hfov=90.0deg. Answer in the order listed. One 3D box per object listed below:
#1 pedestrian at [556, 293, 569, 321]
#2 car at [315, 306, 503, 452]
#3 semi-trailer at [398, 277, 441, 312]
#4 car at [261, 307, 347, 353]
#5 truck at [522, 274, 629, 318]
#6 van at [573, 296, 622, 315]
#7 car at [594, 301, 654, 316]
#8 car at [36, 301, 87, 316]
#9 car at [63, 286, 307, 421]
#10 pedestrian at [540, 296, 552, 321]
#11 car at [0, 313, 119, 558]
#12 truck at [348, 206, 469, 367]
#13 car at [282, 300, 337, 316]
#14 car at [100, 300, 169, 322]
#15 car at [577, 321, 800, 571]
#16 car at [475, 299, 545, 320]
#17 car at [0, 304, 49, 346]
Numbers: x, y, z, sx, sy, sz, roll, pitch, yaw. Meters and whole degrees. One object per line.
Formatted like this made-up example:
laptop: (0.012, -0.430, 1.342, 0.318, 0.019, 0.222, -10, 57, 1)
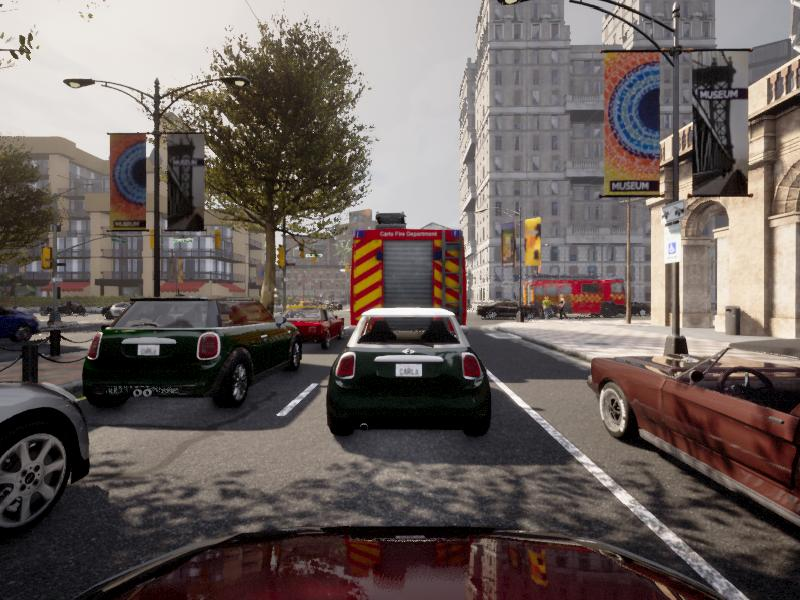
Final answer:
pedestrian: (11.157, 0.485, 27.481, 0.751, 1.860, 0.751, 0, 0, 25)
car: (0.119, 0.853, 6.110, 1.970, 1.475, 3.806, 0, 0, 1)
semi-trailer: (2.402, -0.618, 57.545, 2.717, 4.402, 14.254, 0, 0, -12)
car: (-3.218, 0.944, 14.445, 1.895, 1.301, 4.718, 0, 0, 1)
truck: (15.749, -0.321, 36.316, 8.468, 3.827, 2.891, 0, 0, 1)
van: (21.300, 0.599, 43.240, 4.442, 1.987, 1.775, 0, 0, 1)
car: (22.181, 0.844, 39.726, 4.892, 1.490, 1.837, 0, 0, 1)
car: (-34.232, 0.828, 40.525, 3.633, 1.501, 1.845, 0, 0, 1)
car: (-3.355, 0.694, 7.527, 2.097, 1.767, 4.553, 0, 0, 1)
pedestrian: (11.018, 0.637, 30.097, 0.751, 1.860, 0.751, 0, 0, 28)
car: (-3.473, 0.853, 1.600, 1.970, 1.475, 3.806, 0, 0, 1)
truck: (0.274, -0.321, 13.781, 2.891, 3.827, 8.468, 0, 0, 1)
car: (-9.422, 0.801, 41.856, 5.366, 1.575, 1.801, 0, 0, -35)
car: (-21.027, 0.829, 31.671, 4.974, 1.542, 2.038, 0, 1, 22)
car: (3.308, 0.938, 3.058, 1.895, 1.301, 4.718, 0, 0, 1)
car: (8.961, 0.771, 32.917, 5.238, 1.638, 1.930, 0, 0, 1)
car: (-14.723, 0.869, 13.397, 1.812, 1.442, 4.674, 0, 0, 1)
